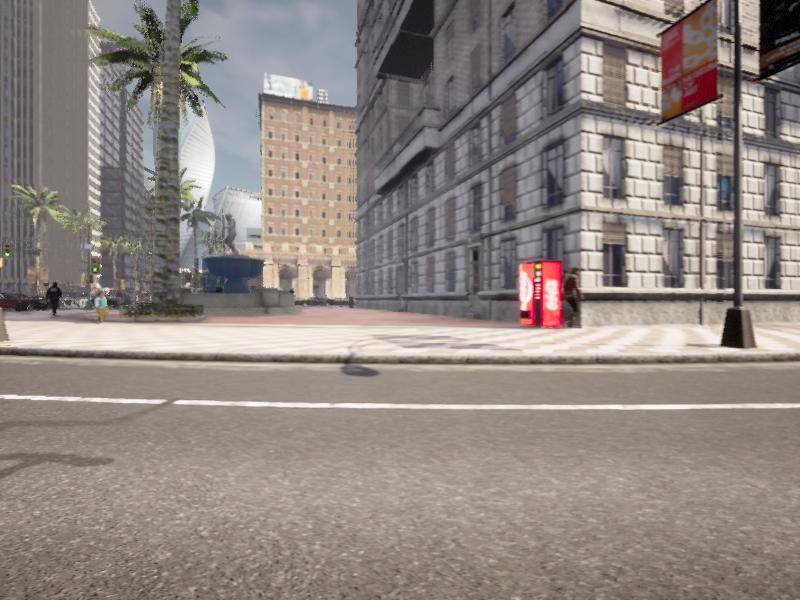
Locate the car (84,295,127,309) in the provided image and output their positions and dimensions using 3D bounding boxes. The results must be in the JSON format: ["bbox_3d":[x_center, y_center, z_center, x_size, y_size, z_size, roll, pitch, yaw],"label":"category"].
[{"bbox_3d":[-34.057,0.220,46.327,3.705,1.549,1.789,0,0,0],"label":"car"}]

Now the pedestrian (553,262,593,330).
[{"bbox_3d":[4.936,-0.109,11.451,0.751,1.860,0.751,0,0,-9],"label":"pedestrian"}]

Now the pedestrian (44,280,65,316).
[{"bbox_3d":[-18.398,-0.113,21.316,0.751,1.860,0.751,0,0,-31],"label":"pedestrian"}]

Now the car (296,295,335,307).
[{"bbox_3d":[-11.878,0.187,56.074,5.238,1.638,1.930,0,0,-19],"label":"car"}]

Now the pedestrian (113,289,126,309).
[{"bbox_3d":[-26.377,-0.110,37.628,0.751,1.860,0.751,0,0,26],"label":"pedestrian"}]

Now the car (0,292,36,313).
[{"bbox_3d":[-32.995,0.182,32.866,2.152,1.651,5.027,0,0,-8],"label":"car"}]

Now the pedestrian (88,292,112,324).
[{"bbox_3d":[-10.479,0.267,13.993,0.500,1.100,0.500,0,0,24],"label":"pedestrian"}]
